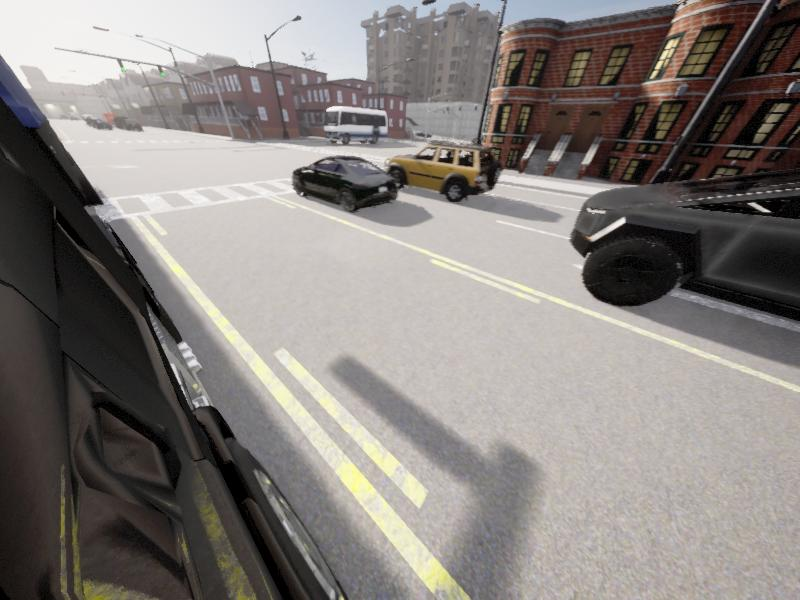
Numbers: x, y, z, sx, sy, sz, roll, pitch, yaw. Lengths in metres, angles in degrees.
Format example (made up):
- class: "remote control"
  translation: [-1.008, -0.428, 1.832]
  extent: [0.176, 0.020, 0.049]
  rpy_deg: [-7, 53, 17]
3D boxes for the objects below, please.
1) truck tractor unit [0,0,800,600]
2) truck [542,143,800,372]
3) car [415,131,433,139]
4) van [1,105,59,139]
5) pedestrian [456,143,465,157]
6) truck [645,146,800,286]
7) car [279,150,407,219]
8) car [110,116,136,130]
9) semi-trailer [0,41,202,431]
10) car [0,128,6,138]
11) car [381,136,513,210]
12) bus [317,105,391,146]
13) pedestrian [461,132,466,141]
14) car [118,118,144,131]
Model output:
- class: "truck tractor unit"
  translation: [-2.645, -0.295, 0.352]
  extent: [6.516, 4.208, 3.053]
  rpy_deg: [28, 44, 30]
- class: "truck"
  translation: [5.810, -0.397, 2.787]
  extent: [6.274, 2.098, 2.390]
  rpy_deg: [28, 44, 30]
- class: "car"
  translation: [6.683, -45.922, 64.165]
  extent: [4.718, 1.301, 1.895]
  rpy_deg: [31, 45, 27]
- class: "van"
  translation: [-38.226, -18.452, 24.007]
  extent: [5.915, 2.561, 1.988]
  rpy_deg: [28, 43, 30]
- class: "pedestrian"
  translation: [5.695, -14.206, 21.883]
  extent: [0.500, 1.100, 0.500]
  rpy_deg: [20, 40, 22]
- class: "truck"
  translation: [9.255, -1.298, 4.207]
  extent: [6.274, 2.098, 2.390]
  rpy_deg: [28, 43, 30]
- class: "car"
  translation: [-2.040, -4.255, 8.108]
  extent: [4.181, 1.385, 1.994]
  rpy_deg: [28, 44, 30]
- class: "car"
  translation: [-56.463, -36.078, 47.009]
  extent: [5.566, 2.045, 2.150]
  rpy_deg: [28, 44, 30]
- class: "semi-trailer"
  translation: [-8.704, -3.586, 4.242]
  extent: [14.254, 4.402, 2.717]
  rpy_deg: [28, 44, 30]
- class: "car"
  translation: [-40.740, -16.590, 22.333]
  extent: [4.181, 1.385, 1.994]
  rpy_deg: [29, 44, 31]
- class: "car"
  translation: [1.585, -5.269, 9.269]
  extent: [4.605, 1.855, 1.932]
  rpy_deg: [28, 44, 29]
- class: "bus"
  translation: [-6.224, -25.626, 34.163]
  extent: [3.944, 4.253, 10.273]
  rpy_deg: [28, 43, 30]
- class: "pedestrian"
  translation: [18.135, -46.770, 66.044]
  extent: [0.751, 1.860, 0.751]
  rpy_deg: [-11, 39, -18]
- class: "car"
  translation: [-49.610, -32.359, 42.633]
  extent: [4.553, 1.767, 2.097]
  rpy_deg: [28, 43, 30]
